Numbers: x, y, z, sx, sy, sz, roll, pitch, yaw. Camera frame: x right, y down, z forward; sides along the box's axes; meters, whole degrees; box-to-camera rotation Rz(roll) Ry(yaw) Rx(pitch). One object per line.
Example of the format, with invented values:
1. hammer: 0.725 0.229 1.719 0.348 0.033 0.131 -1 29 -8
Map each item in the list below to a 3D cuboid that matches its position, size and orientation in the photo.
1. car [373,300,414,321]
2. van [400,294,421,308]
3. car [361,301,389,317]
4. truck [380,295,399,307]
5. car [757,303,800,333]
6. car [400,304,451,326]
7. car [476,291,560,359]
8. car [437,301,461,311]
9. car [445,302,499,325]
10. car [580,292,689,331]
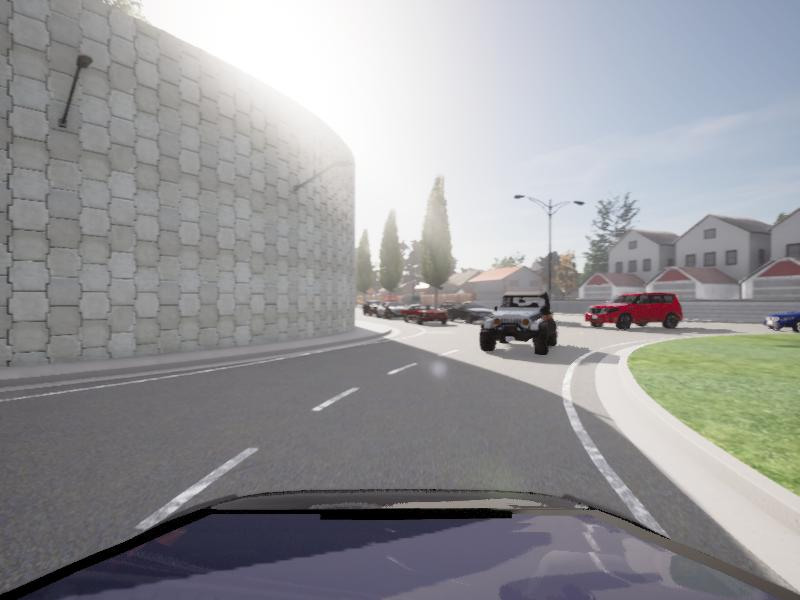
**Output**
1. car: -0.622 0.815 33.611 2.038 1.542 4.974 0 0 -18
2. van: 1.934 0.208 73.653 1.988 2.561 5.915 0 0 -18
3. car: -2.514 0.810 39.411 1.845 1.501 3.633 0 0 -18
4. truck: -2.380 0.204 86.640 2.627 2.467 5.204 0 0 -18
5. car: 21.368 0.901 20.223 4.674 1.442 1.812 0 0 10
6. car: 1.596 0.938 26.836 1.895 1.301 4.718 0 0 -16
7. car: 4.001 0.644 13.114 1.905 1.878 3.866 0 1 28
8. car: 7.085 0.849 58.101 1.816 1.474 4.193 0 0 -18
9. car: 4.849 0.870 27.713 1.812 1.442 4.674 0 0 -17
10. car: 13.319 0.585 22.745 5.566 2.045 2.150 0 0 -17
